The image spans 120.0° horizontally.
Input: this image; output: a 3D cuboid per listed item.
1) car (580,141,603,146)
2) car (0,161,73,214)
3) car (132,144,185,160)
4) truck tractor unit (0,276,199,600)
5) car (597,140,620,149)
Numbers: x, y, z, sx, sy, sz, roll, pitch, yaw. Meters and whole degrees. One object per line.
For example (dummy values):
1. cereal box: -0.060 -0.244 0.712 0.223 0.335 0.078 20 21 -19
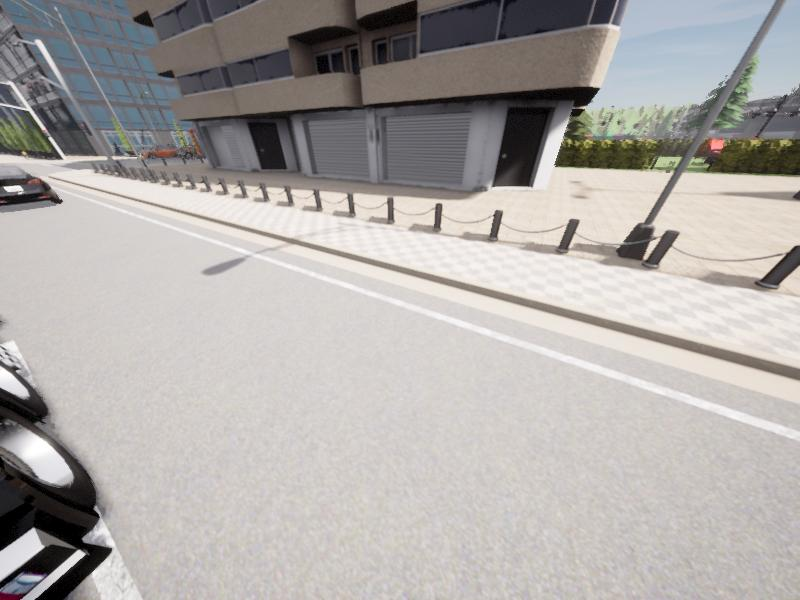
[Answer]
1. car: 62.225 -50.942 75.121 5.357 1.415 2.033 18 39 24
2. car: -16.995 -4.938 9.942 4.792 1.488 2.163 18 39 24
3. car: -34.427 -21.229 33.119 2.097 1.767 4.553 18 39 25
4. truck tractor unit: -5.129 -0.283 0.747 6.516 4.208 3.053 18 39 23
5. car: 54.199 -40.638 60.260 3.866 1.878 1.905 18 39 24
